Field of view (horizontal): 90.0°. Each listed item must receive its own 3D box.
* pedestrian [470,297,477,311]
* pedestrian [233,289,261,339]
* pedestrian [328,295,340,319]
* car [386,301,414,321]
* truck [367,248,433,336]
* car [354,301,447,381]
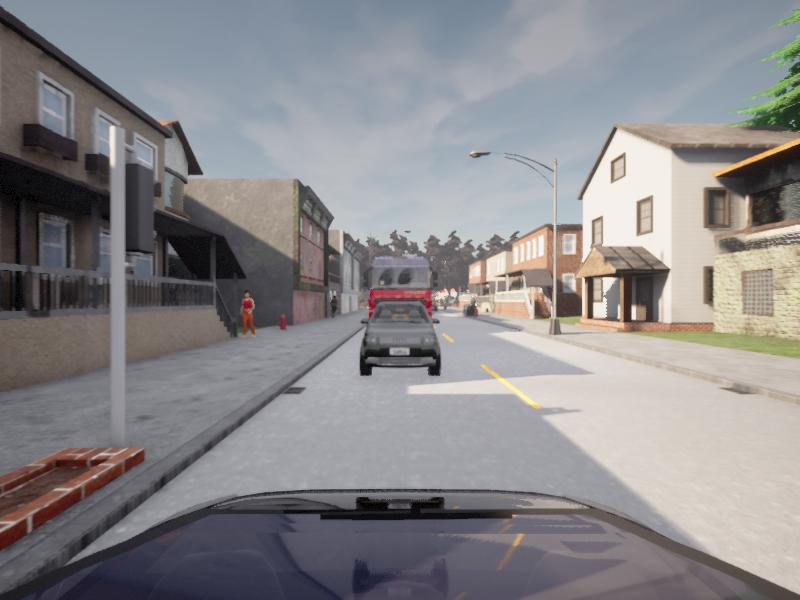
[{"bbox_3d":[9.427,0.499,51.074,0.751,1.860,0.751,0,0,0],"label":"pedestrian"},{"bbox_3d":[-5.790,0.523,15.196,0.751,1.860,0.751,0,0,4],"label":"pedestrian"},{"bbox_3d":[-5.113,0.513,30.986,0.751,1.860,0.751,0,0,1],"label":"pedestrian"},{"bbox_3d":[0.028,0.829,33.128,2.163,1.488,4.792,0,0,0],"label":"car"},{"bbox_3d":[0.014,-0.336,21.652,2.891,3.827,8.468,0,0,0],"label":"truck"},{"bbox_3d":[0.009,0.810,9.604,1.789,1.549,3.705,0,0,0],"label":"car"}]
